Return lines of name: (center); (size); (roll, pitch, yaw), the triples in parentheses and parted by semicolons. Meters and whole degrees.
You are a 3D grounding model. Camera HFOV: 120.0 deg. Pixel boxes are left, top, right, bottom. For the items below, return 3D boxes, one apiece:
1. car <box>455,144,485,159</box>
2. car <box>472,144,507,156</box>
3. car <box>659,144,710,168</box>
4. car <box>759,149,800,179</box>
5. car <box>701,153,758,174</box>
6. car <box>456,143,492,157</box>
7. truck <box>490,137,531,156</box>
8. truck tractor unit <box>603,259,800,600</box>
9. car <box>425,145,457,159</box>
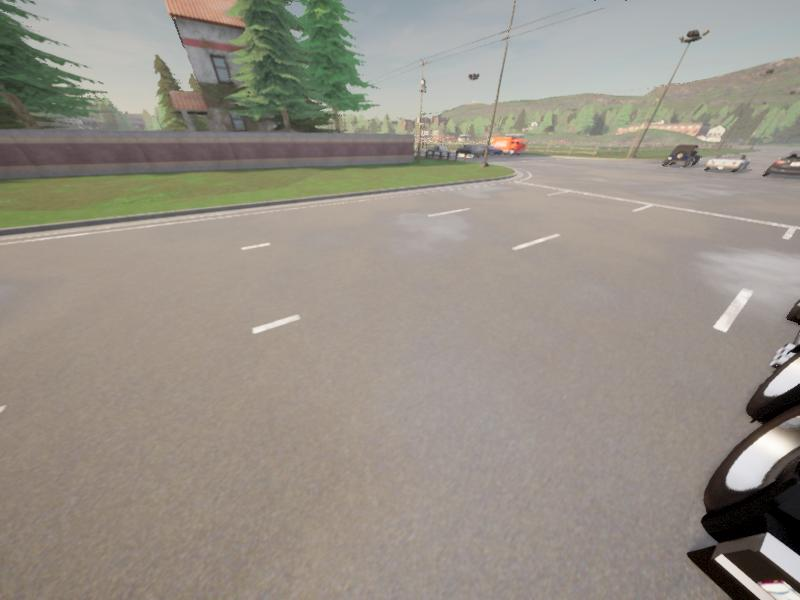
car: (9.815, -21.134, 32.814); (1.789, 1.549, 3.705); (-20, 40, -26)
car: (14.412, -24.474, 37.626); (1.882, 1.535, 5.008); (-20, 40, -26)
car: (28.994, -14.714, 23.538); (3.866, 1.878, 1.905); (-19, 40, -26)
car: (30.127, -10.299, 17.449); (4.611, 1.667, 2.242); (-19, 40, -26)
car: (29.173, -12.175, 20.439); (4.718, 1.301, 1.895); (-19, 40, -26)
car: (11.435, -23.463, 36.087); (2.152, 1.651, 5.027); (-20, 40, -26)
truck: (18.034, -25.305, 38.032); (2.627, 2.467, 5.204); (-19, 40, -26)
truck tractor unit: (5.103, -0.310, 0.789); (6.516, 4.208, 3.053); (-19, 39, -24)
car: (5.728, -21.071, 32.786); (1.812, 1.442, 4.674); (-20, 40, -26)
